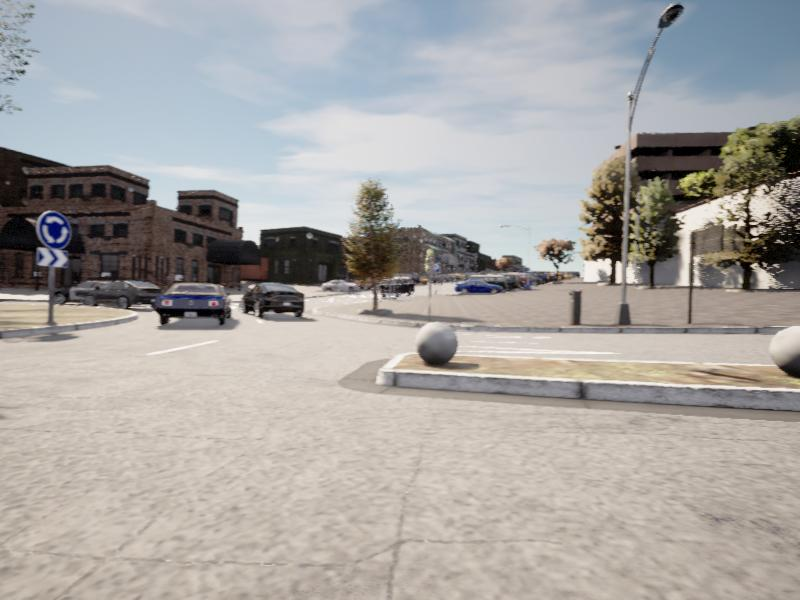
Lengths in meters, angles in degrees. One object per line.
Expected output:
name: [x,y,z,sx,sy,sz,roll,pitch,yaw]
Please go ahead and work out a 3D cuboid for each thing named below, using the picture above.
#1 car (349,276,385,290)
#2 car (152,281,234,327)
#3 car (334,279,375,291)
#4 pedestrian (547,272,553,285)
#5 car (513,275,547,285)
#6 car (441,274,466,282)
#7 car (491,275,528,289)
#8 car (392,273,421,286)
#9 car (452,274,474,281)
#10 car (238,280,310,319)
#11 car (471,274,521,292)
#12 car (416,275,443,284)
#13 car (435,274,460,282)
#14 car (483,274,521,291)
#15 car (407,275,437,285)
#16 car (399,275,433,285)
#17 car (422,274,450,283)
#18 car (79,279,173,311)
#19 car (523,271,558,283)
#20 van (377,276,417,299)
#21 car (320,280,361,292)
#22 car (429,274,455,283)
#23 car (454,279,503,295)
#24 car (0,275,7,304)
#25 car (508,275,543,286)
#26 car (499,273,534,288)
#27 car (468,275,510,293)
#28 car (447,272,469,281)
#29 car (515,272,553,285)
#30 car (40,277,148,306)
car: [-4.467,-2.345,54.554,4.553,1.767,2.185,-1,4,9]
car: [-6.839,0.095,13.705,1.895,1.301,4.718,1,0,-20]
car: [-5.869,-1.970,51.987,4.792,1.488,2.163,-1,4,8]
pedestrian: [21.641,-3.078,57.793,0.751,1.860,0.751,2,0,25]
car: [20.509,-3.126,63.379,4.792,1.488,2.163,1,5,10]
car: [11.028,-4.634,82.844,5.008,1.535,2.097,-1,4,9]
car: [14.415,-2.389,53.016,4.553,1.767,2.185,1,5,10]
car: [1.013,-3.324,64.898,4.442,1.987,1.878,-1,5,9]
car: [13.865,-5.024,87.974,4.674,1.452,2.002,-1,4,9]
car: [-5.937,-0.036,18.414,1.882,1.535,5.008,2,0,-32]
car: [11.380,-2.069,47.841,5.566,2.045,2.435,1,5,10]
car: [5.390,-3.729,72.595,4.792,1.488,2.163,-1,4,9]
car: [9.610,-4.414,80.281,4.892,1.521,2.231,-1,4,9]
car: [12.811,-2.267,50.436,4.442,1.987,1.878,1,5,10]
car: [3.943,-3.540,70.037,5.008,1.535,2.097,-1,4,9]
car: [2.726,-3.325,67.437,5.366,1.575,1.946,-1,4,9]
car: [6.767,-3.978,75.167,5.008,1.535,2.097,-1,4,9]
car: [-14.625,-0.286,21.305,4.892,1.490,1.837,2,0,25]
car: [24.954,-4.080,71.191,5.566,2.045,2.435,1,5,9]
van: [-0.223,-1.303,39.553,2.069,2.038,4.480,2,5,29]
car: [-7.303,-1.738,49.404,4.674,1.452,2.002,-1,4,8]
car: [8.192,-4.195,77.723,4.892,1.521,2.231,-1,5,9]
car: [8.370,-1.374,42.711,5.008,1.535,2.097,1,5,10]
car: [-24.433,-0.639,20.883,5.238,1.638,1.930,2,0,-19]
car: [18.988,-2.931,60.776,4.892,1.521,2.231,1,5,10]
car: [16.078,-2.709,55.566,4.442,1.987,1.878,1,5,10]
car: [10.007,-1.819,45.247,4.442,1.987,1.878,1,5,10]
car: [12.470,-4.976,85.388,4.553,1.767,2.185,-1,4,9]
car: [22.005,-3.631,65.963,5.566,2.045,2.435,1,5,10]
car: [-18.926,-0.511,24.886,5.238,1.638,1.930,2,0,1]
